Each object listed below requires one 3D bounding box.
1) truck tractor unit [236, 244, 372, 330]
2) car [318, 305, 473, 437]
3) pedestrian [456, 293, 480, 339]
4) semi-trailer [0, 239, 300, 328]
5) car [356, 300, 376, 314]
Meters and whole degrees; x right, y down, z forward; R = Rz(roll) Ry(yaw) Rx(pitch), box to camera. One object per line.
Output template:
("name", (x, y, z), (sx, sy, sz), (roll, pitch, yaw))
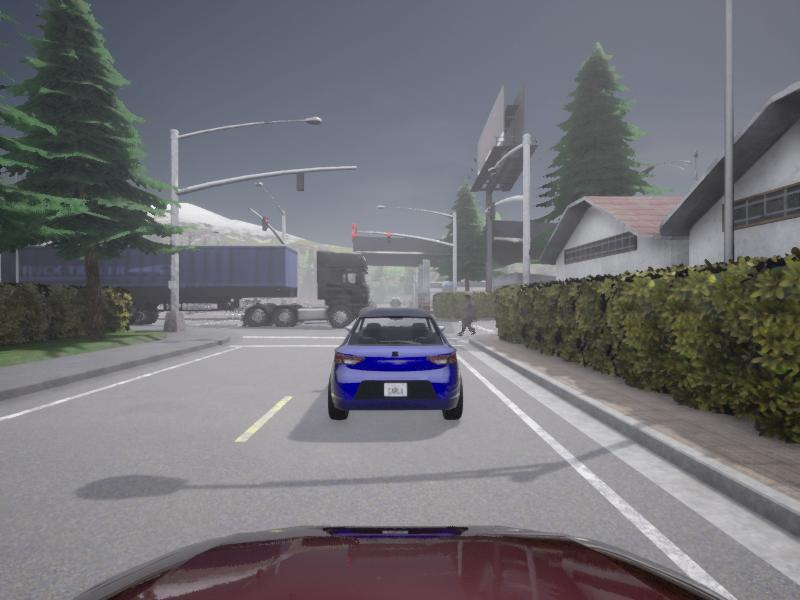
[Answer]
("truck tractor unit", (-4.888, -0.659, 21.461), (6.516, 4.208, 3.053), (1, 0, -1))
("car", (-0.077, 0.854, 6.770), (1.816, 1.474, 4.193), (0, 0, -1))
("pedestrian", (2.775, 0.637, 16.373), (0.751, 1.860, 0.751), (0, 0, -16))
("semi-trailer", (-12.817, -0.807, 21.313), (14.254, 4.402, 2.717), (0, 0, -1))
("car", (-4.027, 0.778, 47.802), (2.033, 1.649, 4.856), (0, 0, -1))
